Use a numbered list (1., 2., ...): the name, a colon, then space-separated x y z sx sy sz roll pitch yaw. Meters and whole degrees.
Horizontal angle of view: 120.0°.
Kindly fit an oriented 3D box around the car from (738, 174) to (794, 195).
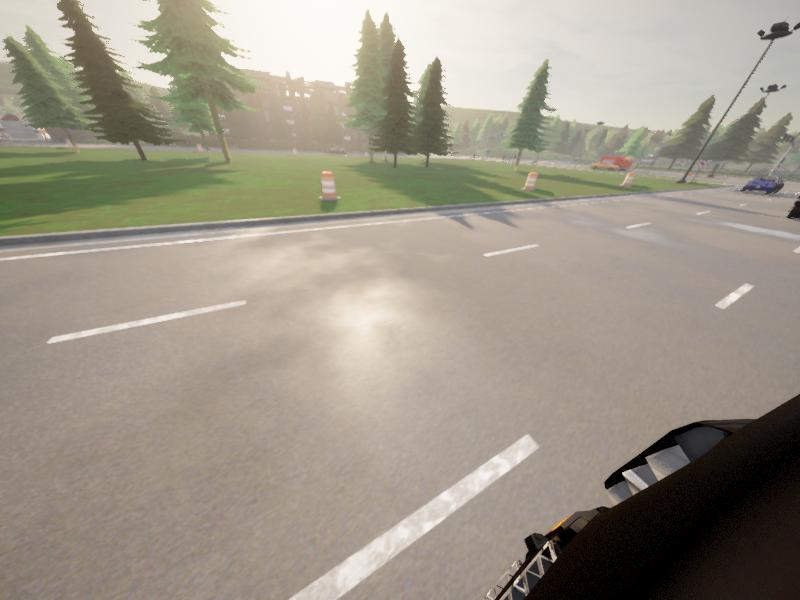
1. car: 34.683 -10.989 21.924 4.193 1.474 1.816 -14 37 -24

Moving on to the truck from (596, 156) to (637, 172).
1. truck: 44.696 -28.291 47.864 2.627 2.467 5.204 -14 37 -23

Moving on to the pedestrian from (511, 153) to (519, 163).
1. pedestrian: 26.006 -32.122 52.384 0.751 1.860 0.751 -10 36 -18

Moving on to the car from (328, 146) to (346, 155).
1. car: -14.648 -34.771 53.764 3.633 1.501 1.845 -14 37 -24

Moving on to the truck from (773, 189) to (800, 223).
1. truck: 22.089 -4.675 10.853 6.274 2.098 2.390 -7 35 -15

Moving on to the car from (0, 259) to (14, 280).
1. car: -8.277 -0.256 2.238 3.988 1.617 1.851 -14 37 -24

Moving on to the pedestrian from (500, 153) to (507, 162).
1. pedestrian: 24.252 -33.398 54.165 0.751 1.860 0.751 -12 36 -21

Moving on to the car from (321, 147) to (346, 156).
1. car: -14.562 -32.516 50.589 4.718 1.301 1.895 -14 37 -24

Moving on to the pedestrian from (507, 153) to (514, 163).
1. pedestrian: 25.573 -32.774 53.330 0.751 1.860 0.751 -11 36 -20

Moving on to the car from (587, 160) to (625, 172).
1. car: 41.564 -27.135 46.716 1.801 1.575 5.366 -14 37 -23
